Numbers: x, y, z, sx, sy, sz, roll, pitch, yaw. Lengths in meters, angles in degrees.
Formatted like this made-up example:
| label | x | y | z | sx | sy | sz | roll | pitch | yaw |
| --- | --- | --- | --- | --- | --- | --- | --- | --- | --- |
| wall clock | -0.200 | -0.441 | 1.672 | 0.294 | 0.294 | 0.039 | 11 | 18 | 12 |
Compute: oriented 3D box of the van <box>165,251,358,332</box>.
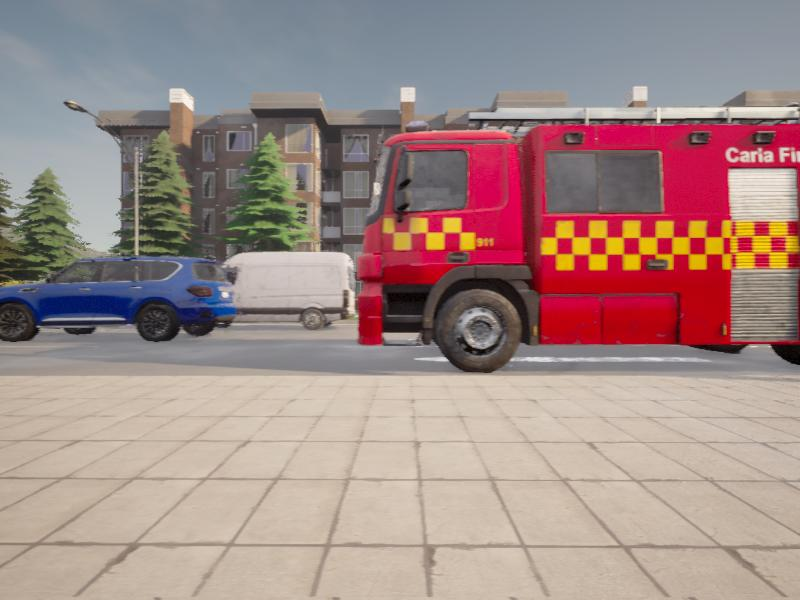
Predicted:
| label | x | y | z | sx | sy | sz | roll | pitch | yaw |
| --- | --- | --- | --- | --- | --- | --- | --- | --- | --- |
| van | -4.508 | -0.277 | 13.701 | 5.915 | 2.561 | 1.988 | 0 | 0 | 0 |

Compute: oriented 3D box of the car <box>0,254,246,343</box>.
| label | x | y | z | sx | sy | sz | roll | pitch | yaw |
| --- | --- | --- | --- | --- | --- | --- | --- | --- | --- |
| car | -7.120 | -0.031 | 10.194 | 5.566 | 2.045 | 2.150 | 0 | 0 | 0 |

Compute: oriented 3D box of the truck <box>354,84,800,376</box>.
| label | x | y | z | sx | sy | sz | roll | pitch | yaw |
| --- | --- | --- | --- | --- | --- | --- | --- | --- | --- |
| truck | 3.634 | -0.923 | 6.708 | 8.468 | 3.827 | 2.891 | 0 | 0 | 0 |
